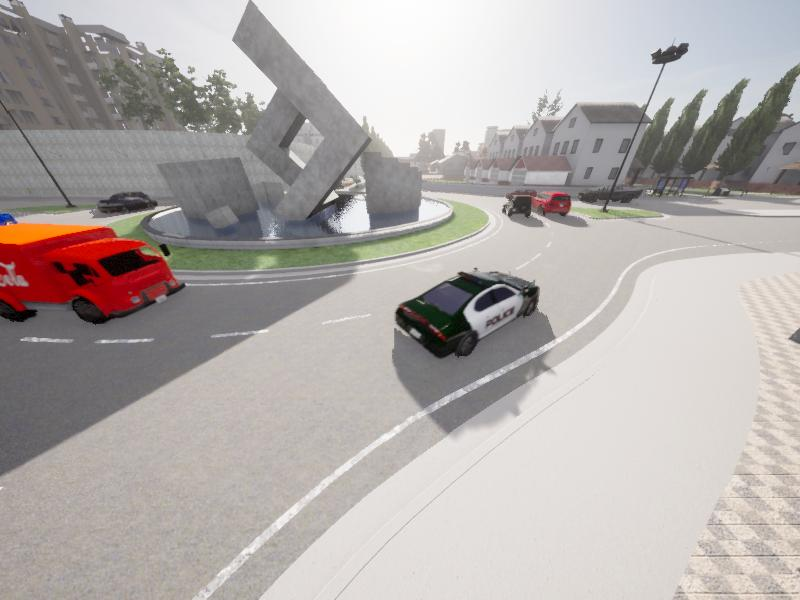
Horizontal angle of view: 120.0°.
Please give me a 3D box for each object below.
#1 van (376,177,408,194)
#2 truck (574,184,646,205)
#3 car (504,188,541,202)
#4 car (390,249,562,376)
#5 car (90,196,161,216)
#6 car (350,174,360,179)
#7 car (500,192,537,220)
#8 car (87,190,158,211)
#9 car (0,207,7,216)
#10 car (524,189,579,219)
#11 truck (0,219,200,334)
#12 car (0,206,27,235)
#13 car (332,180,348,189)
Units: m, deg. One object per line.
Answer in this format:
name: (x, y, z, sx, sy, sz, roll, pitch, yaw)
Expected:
van: (-1.539, -21.047, 42.338, 2.351, 2.431, 6.366, -25, 38, -35)
truck: (26.935, -13.726, 29.987, 6.274, 2.098, 2.390, 4, 30, 7)
car: (17.118, -14.826, 32.515, 4.193, 1.474, 1.816, 11, 32, 19)
car: (2.349, -0.076, 6.917, 4.974, 1.542, 2.038, -20, 36, -31)
car: (-28.235, -9.854, 24.072, 1.895, 1.301, 4.718, -1, 30, -2)
car: (-17.577, -47.735, 89.343, 1.837, 1.490, 4.892, -18, 34, -28)
car: (11.239, -9.118, 22.212, 1.905, 1.878, 3.866, 5, 30, 8)
car: (-31.611, -11.518, 26.614, 2.033, 1.649, 4.856, 1, 30, 2)
car: (-41.014, -8.543, 21.812, 4.718, 1.301, 1.895, 4, 30, 7)
car: (14.885, -9.823, 23.282, 2.150, 2.045, 5.566, 3, 30, 5)
truck: (-10.445, -0.931, 7.423, 5.204, 2.467, 2.627, 4, 31, 5)
car: (-29.163, -5.119, 15.640, 1.882, 1.535, 5.008, -16, 34, -26)
car: (-13.397, -25.943, 51.714, 2.038, 1.542, 4.974, 1, 30, 2)
